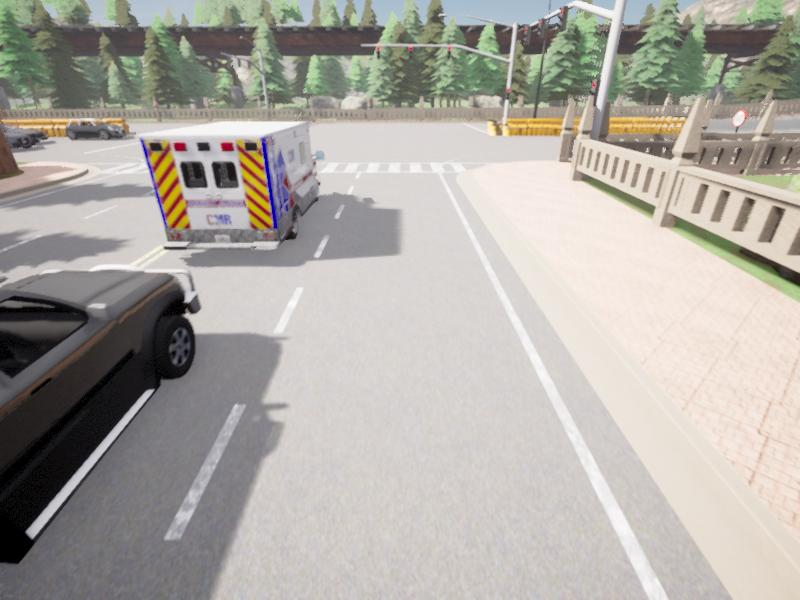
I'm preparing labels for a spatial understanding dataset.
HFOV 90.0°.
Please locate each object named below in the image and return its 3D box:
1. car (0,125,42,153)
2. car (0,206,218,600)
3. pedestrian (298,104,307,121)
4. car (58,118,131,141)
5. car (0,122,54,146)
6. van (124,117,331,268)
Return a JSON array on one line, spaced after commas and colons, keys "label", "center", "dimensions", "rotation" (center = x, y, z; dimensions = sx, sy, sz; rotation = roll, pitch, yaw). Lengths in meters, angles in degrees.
[{"label": "car", "center": [-25.216, -9.944, 24.675], "dimensions": [4.181, 1.385, 1.994], "rotation": [0, 27, 0]}, {"label": "car", "center": [-3.505, 0.758, 3.132], "dimensions": [1.932, 1.855, 4.605], "rotation": [0, 27, 0]}, {"label": "pedestrian", "center": [-12.322, -23.761, 50.656], "dimensions": [0.751, 1.860, 0.751], "rotation": [1, 27, 1]}, {"label": "car", "center": [-23.479, -13.185, 30.872], "dimensions": [3.806, 1.475, 1.970], "rotation": [0, 27, 0]}, {"label": "car", "center": [-27.802, -11.550, 27.792], "dimensions": [5.357, 1.411, 2.033], "rotation": [0, 27, 0]}, {"label": "van", "center": [-3.514, -3.165, 10.186], "dimensions": [2.351, 2.431, 6.366], "rotation": [0, 27, 0]}]
